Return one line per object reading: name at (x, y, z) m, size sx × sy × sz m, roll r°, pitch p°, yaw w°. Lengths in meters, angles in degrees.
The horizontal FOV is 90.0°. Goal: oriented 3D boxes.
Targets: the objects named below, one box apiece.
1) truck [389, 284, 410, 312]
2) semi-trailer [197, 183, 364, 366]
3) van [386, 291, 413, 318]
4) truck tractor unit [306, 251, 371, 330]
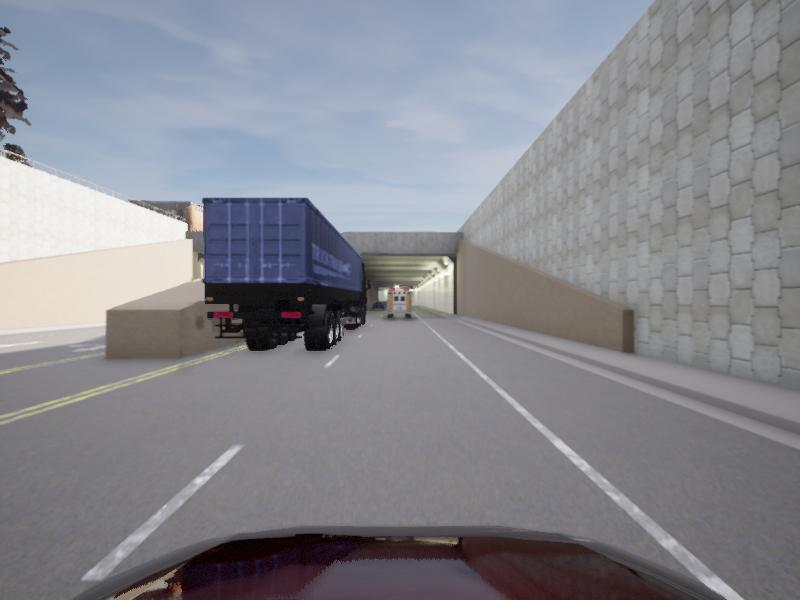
truck at (-0.055, -0.298, 58.673) m, size 2.891 × 3.827 × 8.468 m, roll 0°, pitch 0°, yaw 0°
semi-trailer at (-3.514, -0.612, 16.729) m, size 2.717 × 4.402 × 14.254 m, roll 0°, pitch 0°, yaw 0°
van at (-0.038, 0.393, 38.994) m, size 2.351 × 2.431 × 6.366 m, roll 0°, pitch 0°, yaw 0°
truck tractor unit at (-3.520, -0.512, 24.647) m, size 3.053 × 4.208 × 6.516 m, roll 0°, pitch 0°, yaw 0°
